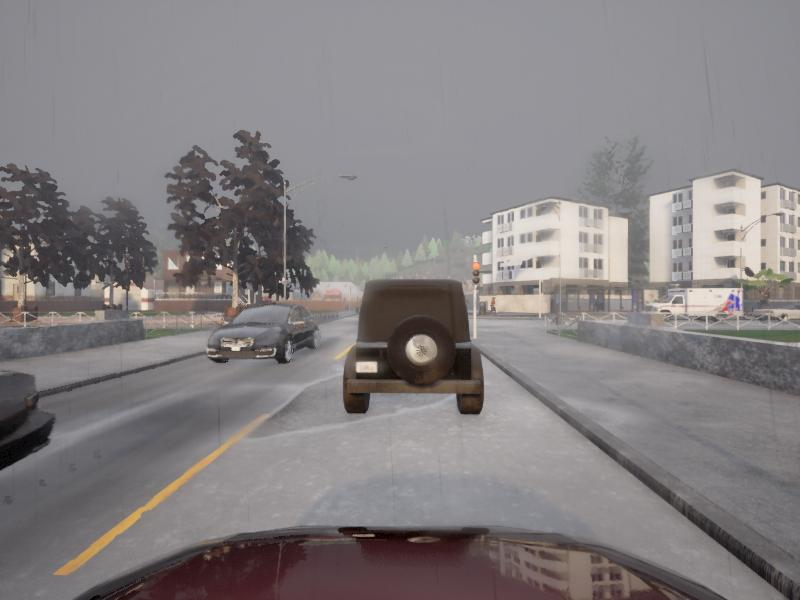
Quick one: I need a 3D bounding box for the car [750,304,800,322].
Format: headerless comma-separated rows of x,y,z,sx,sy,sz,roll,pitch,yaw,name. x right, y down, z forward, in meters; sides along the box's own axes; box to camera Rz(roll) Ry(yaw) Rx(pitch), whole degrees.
29.156,0.944,29.630,4.718,1.301,1.895,0,0,2,car

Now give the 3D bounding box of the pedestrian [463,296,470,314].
7.221,0.524,43.274,0.751,1.860,0.751,0,0,8,pedestrian

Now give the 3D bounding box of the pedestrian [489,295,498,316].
8.417,0.524,36.004,0.751,1.860,0.751,0,0,12,pedestrian

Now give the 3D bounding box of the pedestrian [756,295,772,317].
31.242,0.533,34.361,0.751,1.860,0.751,0,0,5,pedestrian

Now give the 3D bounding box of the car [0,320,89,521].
-3.978,0.895,1.053,2.033,1.411,5.357,0,0,2,car

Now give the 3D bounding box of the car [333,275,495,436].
0.220,0.646,6.640,1.905,1.878,3.866,0,0,2,car

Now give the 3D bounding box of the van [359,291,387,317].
-2.637,0.378,40.641,2.351,2.431,6.366,0,0,1,van

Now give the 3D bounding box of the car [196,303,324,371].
-3.622,0.844,11.458,1.837,1.490,4.892,0,0,2,car

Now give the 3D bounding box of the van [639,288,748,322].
21.752,0.378,29.883,6.366,2.431,2.351,0,0,2,van
